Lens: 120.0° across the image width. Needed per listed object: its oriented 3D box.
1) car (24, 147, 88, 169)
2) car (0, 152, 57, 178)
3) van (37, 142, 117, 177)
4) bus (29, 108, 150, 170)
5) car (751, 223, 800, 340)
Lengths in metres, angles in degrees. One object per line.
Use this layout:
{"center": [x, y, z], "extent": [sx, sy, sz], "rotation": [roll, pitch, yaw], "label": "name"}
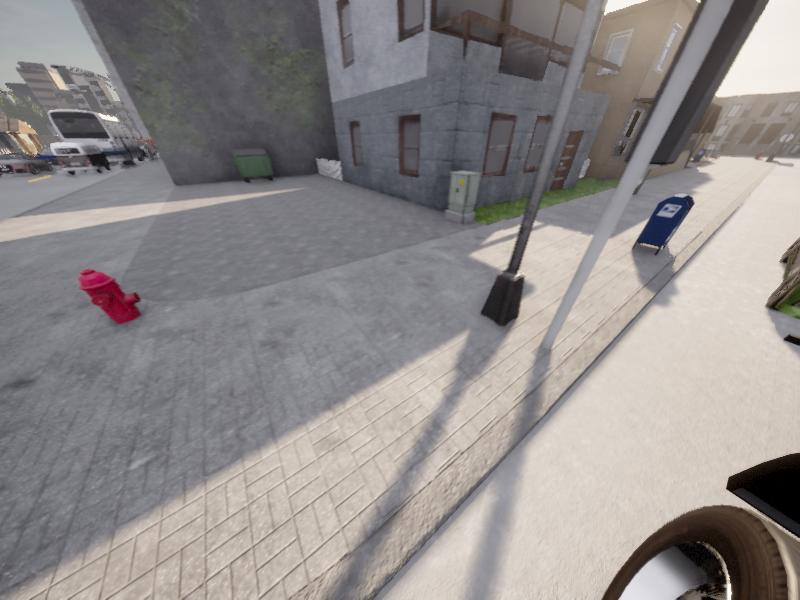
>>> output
{"center": [-33.684, -14.105, 22.838], "extent": [1.882, 1.535, 5.008], "rotation": [-22, 41, -28], "label": "car"}
{"center": [-29.219, -10.378, 17.666], "extent": [1.994, 1.385, 4.181], "rotation": [-23, 41, -28], "label": "car"}
{"center": [-24.968, -11.183, 18.189], "extent": [2.069, 2.038, 4.480], "rotation": [-22, 41, -28], "label": "van"}
{"center": [-30.299, -16.330, 23.610], "extent": [3.944, 4.253, 10.273], "rotation": [-22, 41, -28], "label": "bus"}
{"center": [7.549, -0.560, 3.313], "extent": [4.514, 1.525, 2.007], "rotation": [-22, 41, -28], "label": "car"}
